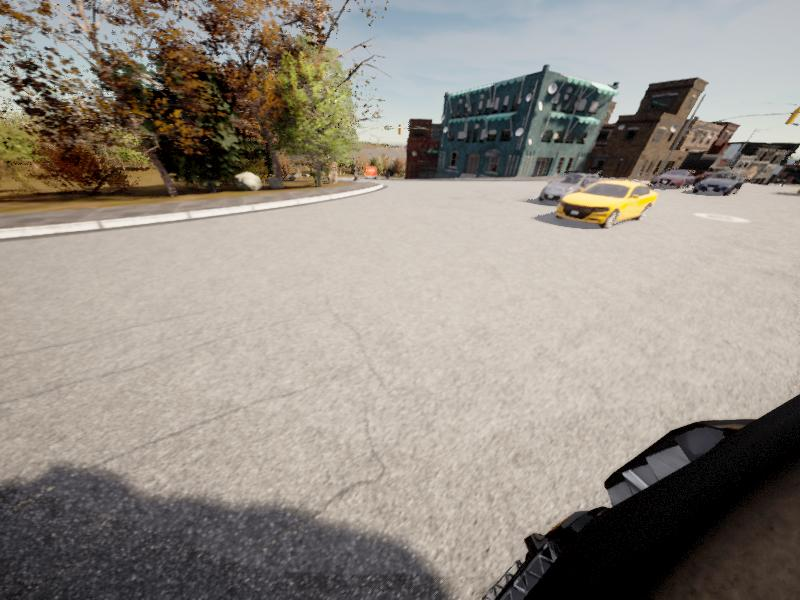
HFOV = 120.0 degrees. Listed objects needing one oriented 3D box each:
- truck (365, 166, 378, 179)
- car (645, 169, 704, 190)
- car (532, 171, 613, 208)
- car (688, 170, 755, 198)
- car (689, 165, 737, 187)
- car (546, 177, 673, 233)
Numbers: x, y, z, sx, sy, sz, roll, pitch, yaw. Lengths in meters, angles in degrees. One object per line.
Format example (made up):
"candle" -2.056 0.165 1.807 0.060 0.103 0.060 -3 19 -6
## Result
"truck" -6.444 -28.675 52.240 2.627 2.467 5.204 -3 28 -6
"car" 23.855 -10.513 20.067 4.181 1.385 1.994 -16 37 -26
"car" 9.675 -6.305 13.023 3.633 1.501 1.845 -17 37 -25
"car" 23.812 -8.654 17.112 4.193 1.474 1.816 -17 37 -26
"car" 34.357 -13.576 25.383 3.866 1.878 1.905 -14 37 -26
"car" 8.755 -4.143 9.650 5.008 1.535 1.882 -16 37 -26
